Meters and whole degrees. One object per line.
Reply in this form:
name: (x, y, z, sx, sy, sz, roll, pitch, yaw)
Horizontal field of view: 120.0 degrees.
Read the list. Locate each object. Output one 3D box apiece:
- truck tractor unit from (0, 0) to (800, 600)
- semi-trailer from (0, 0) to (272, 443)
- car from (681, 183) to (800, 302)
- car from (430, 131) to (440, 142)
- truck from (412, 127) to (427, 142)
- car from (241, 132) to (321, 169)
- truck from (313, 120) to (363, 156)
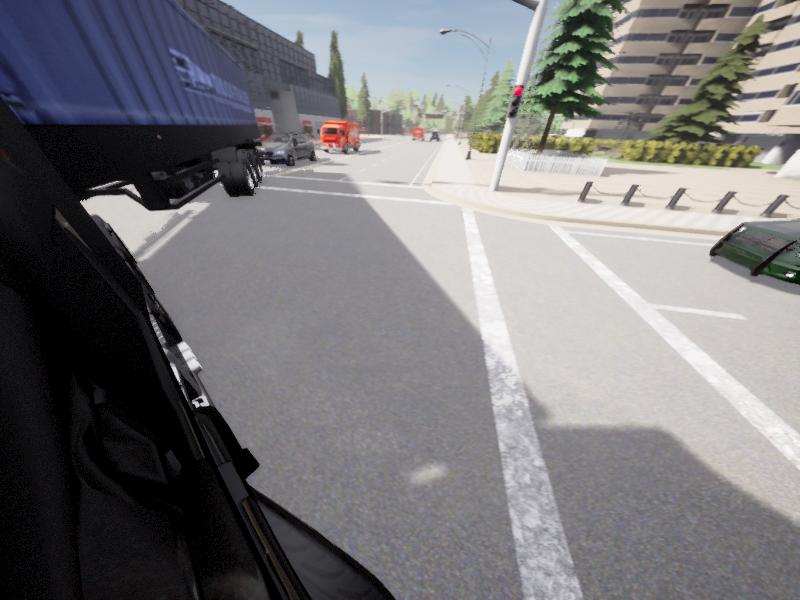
truck tractor unit: (-2.645, -0.295, 0.351, 6.516, 4.208, 3.053, 28, 44, 30)
semi-trailer: (-6.027, -4.613, 5.755, 2.717, 4.402, 14.254, -10, 39, -16)
car: (9.306, -0.889, 4.189, 4.974, 1.542, 2.038, 8, 37, 7)
car: (7.905, -36.796, 52.032, 1.905, 1.878, 3.866, 8, 37, 7)
truck: (4.314, -36.961, 51.534, 2.627, 2.467, 5.204, 8, 37, 7)
car: (-7.306, -9.775, 14.920, 2.242, 1.667, 4.611, 8, 37, 7)
truck: (-5.670, -15.552, 22.119, 2.627, 2.467, 5.204, 8, 37, 7)
